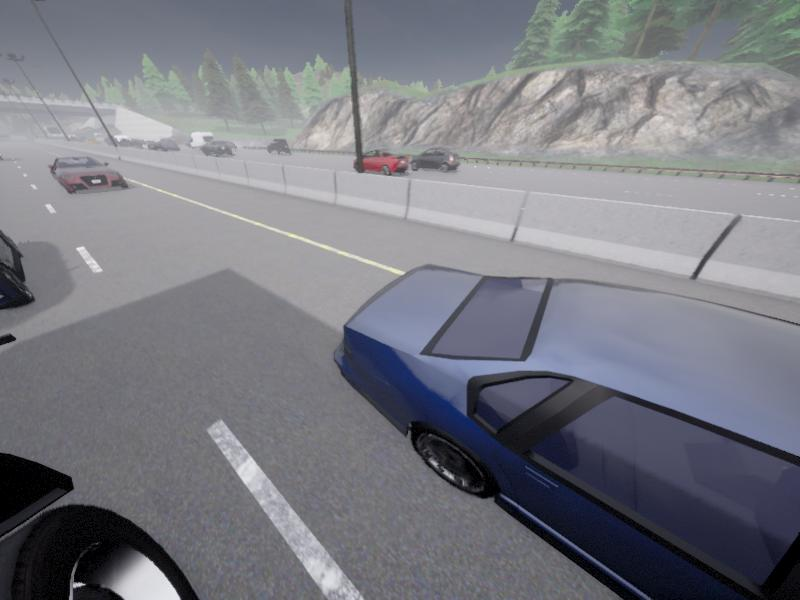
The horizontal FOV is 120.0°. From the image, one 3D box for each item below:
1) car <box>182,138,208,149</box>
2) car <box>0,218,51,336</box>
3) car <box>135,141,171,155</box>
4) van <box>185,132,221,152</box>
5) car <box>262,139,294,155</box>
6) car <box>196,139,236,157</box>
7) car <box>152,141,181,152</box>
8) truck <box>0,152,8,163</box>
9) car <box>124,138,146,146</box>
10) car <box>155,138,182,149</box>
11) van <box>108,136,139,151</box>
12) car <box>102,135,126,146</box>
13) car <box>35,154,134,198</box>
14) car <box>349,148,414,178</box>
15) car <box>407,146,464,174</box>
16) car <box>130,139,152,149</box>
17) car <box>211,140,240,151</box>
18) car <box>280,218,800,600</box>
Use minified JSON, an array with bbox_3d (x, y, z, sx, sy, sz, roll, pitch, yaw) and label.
[{"bbox_3d":[-41.733,-31.912,47.114,4.611,1.667,2.242,22,41,28],"label":"car"},{"bbox_3d":[-7.792,-0.723,3.422,4.856,1.649,2.033,22,41,28],"label":"car"},{"bbox_3d":[-35.399,-21.860,33.083,4.974,1.542,2.038,22,41,28],"label":"car"},{"bbox_3d":[-32.582,-26.057,38.177,5.915,2.561,1.988,22,40,28],"label":"van"},{"bbox_3d":[-17.598,-22.110,33.337,3.866,1.878,1.905,22,41,28],"label":"car"},{"bbox_3d":[-23.901,-19.720,29.965,4.553,1.767,2.097,22,41,28],"label":"car"},{"bbox_3d":[-39.186,-25.812,38.773,4.181,1.385,1.994,22,41,28],"label":"car"},{"bbox_3d":[-40.036,-14.277,21.489,5.204,2.467,2.627,22,41,28],"label":"truck"},{"bbox_3d":[-65.685,-39.179,57.294,5.027,1.651,2.152,22,41,28],"label":"car"},{"bbox_3d":[-46.518,-31.409,46.344,4.611,1.667,2.242,22,41,28],"label":"car"},{"bbox_3d":[-48.132,-27.287,40.173,4.480,2.038,2.069,22,41,28],"label":"van"},{"bbox_3d":[-68.301,-38.023,55.125,5.566,2.045,2.150,22,41,28],"label":"car"},{"bbox_3d":[-15.398,-6.193,11.295,4.181,1.385,1.994,22,41,28],"label":"car"},{"bbox_3d":[-1.408,-10.080,16.823,4.514,1.525,2.007,27,43,32],"label":"car"},{"bbox_3d":[2.741,-11.190,18.373,3.988,1.617,1.851,22,41,28],"label":"car"},{"bbox_3d":[-50.888,-30.683,45.370,3.705,1.549,1.789,22,41,28],"label":"car"},{"bbox_3d":[-30.998,-27.445,41.059,4.902,1.511,2.128,22,41,28],"label":"car"},{"bbox_3d":[1.944,0.908,1.431,5.357,1.411,2.033,22,41,28],"label":"car"}]
